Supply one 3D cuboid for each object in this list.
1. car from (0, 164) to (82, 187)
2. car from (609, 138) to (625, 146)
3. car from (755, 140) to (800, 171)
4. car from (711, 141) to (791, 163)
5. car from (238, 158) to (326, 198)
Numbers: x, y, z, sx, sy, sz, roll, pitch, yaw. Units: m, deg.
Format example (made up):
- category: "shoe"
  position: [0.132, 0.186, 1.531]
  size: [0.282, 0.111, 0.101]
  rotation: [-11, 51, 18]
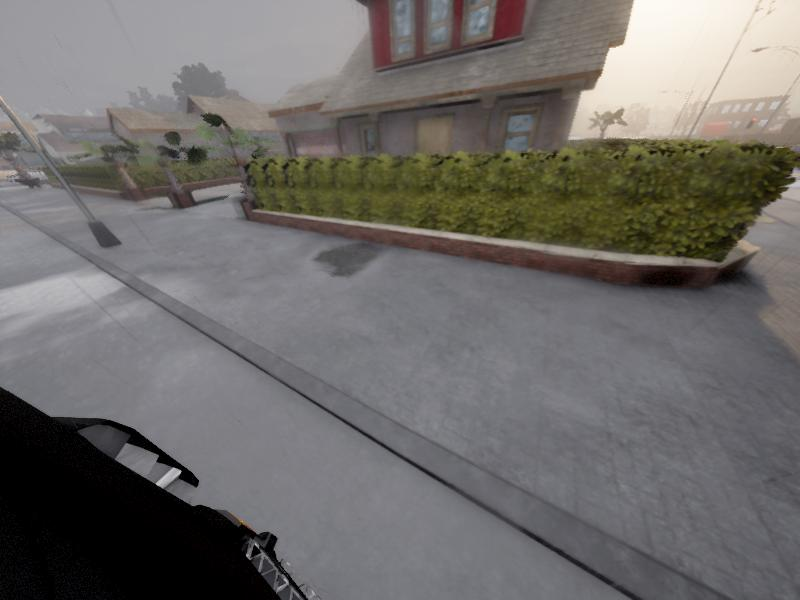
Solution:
- category: "car"
  position: [-45.907, -16.034, 29.669]
  size: [2.150, 2.045, 5.566]
  rotation: [20, 40, 30]
- category: "car"
  position: [60.802, -44.441, 64.796]
  size: [2.152, 1.651, 5.027]
  rotation: [16, 38, 26]
- category: "car"
  position: [24.905, -8.668, 13.792]
  size: [2.033, 1.411, 5.357]
  rotation: [16, 38, 26]
- category: "car"
  position: [28.264, -12.152, 18.852]
  size: [1.895, 1.301, 4.718]
  rotation: [17, 38, 27]
- category: "car"
  position: [-6.189, -6.760, 12.619]
  size: [1.845, 1.501, 3.633]
  rotation: [14, 37, 24]
